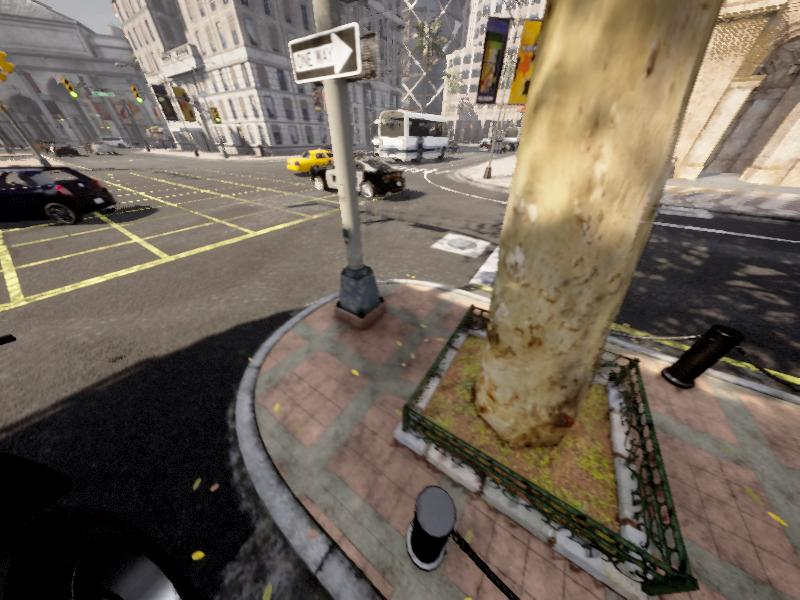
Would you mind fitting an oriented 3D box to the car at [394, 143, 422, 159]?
[{"bbox_3d":[1.067,-19.416,30.057,1.851,1.617,3.988,21,40,27],"label":"car"}]

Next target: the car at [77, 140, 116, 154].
[{"bbox_3d":[-49.048,-24.878,37.481,2.242,1.667,4.611,-19,40,-25],"label":"car"}]

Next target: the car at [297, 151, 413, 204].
[{"bbox_3d":[-2.181,-5.969,10.932,5.238,1.638,1.930,21,40,27],"label":"car"}]

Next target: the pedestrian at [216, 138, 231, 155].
[{"bbox_3d":[-23.552,-20.439,30.793,0.751,1.860,0.751,18,39,23],"label":"pedestrian"}]

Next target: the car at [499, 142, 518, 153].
[{"bbox_3d":[20.513,-28.848,43.649,2.007,1.525,4.514,21,40,27],"label":"car"}]

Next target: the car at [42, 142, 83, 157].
[{"bbox_3d":[-44.302,-19.782,30.299,4.974,1.542,2.038,21,40,27],"label":"car"}]

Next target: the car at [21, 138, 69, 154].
[{"bbox_3d":[-53.162,-23.089,34.618,4.605,1.855,1.932,10,36,14],"label":"car"}]

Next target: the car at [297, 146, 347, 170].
[{"bbox_3d":[-6.722,-12.582,20.355,1.789,1.549,3.705,21,40,27],"label":"car"}]

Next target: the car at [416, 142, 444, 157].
[{"bbox_3d":[4.505,-22.439,34.314,2.242,1.667,4.611,21,40,27],"label":"car"}]

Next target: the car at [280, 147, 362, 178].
[{"bbox_3d":[-5.583,-10.300,17.101,1.801,1.575,5.366,29,44,35],"label":"car"}]

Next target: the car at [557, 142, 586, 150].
[{"bbox_3d":[41.700,-37.506,56.252,5.027,1.651,2.152,10,36,13],"label":"car"}]

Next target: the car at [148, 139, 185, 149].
[{"bbox_3d":[-49.031,-32.798,48.617,2.033,1.649,4.856,21,40,27],"label":"car"}]

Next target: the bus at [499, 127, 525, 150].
[{"bbox_3d":[27.801,-40.010,57.163,3.944,4.253,10.273,16,38,21],"label":"bus"}]

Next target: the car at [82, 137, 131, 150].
[{"bbox_3d":[-59.010,-31.693,46.633,2.150,2.045,5.566,21,40,27],"label":"car"}]

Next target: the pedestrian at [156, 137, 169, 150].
[{"bbox_3d":[-41.910,-27.607,40.819,0.751,1.860,0.751,22,41,28],"label":"pedestrian"}]

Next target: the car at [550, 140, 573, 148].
[{"bbox_3d":[43.646,-42.211,62.474,4.605,1.855,1.932,15,38,20],"label":"car"}]

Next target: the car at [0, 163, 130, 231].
[{"bbox_3d":[-11.420,-3.114,6.911,3.633,1.501,1.845,-8,36,-12],"label":"car"}]

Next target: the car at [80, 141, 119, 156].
[{"bbox_3d":[-42.884,-21.726,32.983,5.027,1.651,2.152,22,40,27],"label":"car"}]

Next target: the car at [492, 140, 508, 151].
[{"bbox_3d":[21.608,-33.559,50.021,1.905,1.878,3.866,21,40,27],"label":"car"}]

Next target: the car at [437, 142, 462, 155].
[{"bbox_3d":[8.448,-25.818,39.161,1.930,1.638,5.238,21,41,27],"label":"car"}]

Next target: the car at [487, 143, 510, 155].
[{"bbox_3d":[16.781,-25.637,39.107,2.163,1.488,4.792,21,40,27],"label":"car"}]

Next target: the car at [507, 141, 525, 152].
[{"bbox_3d":[24.365,-32.210,48.365,2.152,1.651,5.027,22,40,27],"label":"car"}]

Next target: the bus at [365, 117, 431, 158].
[{"bbox_3d":[0.068,-23.158,33.061,3.944,4.253,10.273,21,40,27],"label":"bus"}]

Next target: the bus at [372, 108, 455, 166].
[{"bbox_3d":[1.860,-17.636,25.243,3.944,4.253,10.273,21,40,26],"label":"bus"}]

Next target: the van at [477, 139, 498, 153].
[{"bbox_3d":[16.641,-29.365,43.906,2.069,2.038,4.480,21,40,27],"label":"van"}]
